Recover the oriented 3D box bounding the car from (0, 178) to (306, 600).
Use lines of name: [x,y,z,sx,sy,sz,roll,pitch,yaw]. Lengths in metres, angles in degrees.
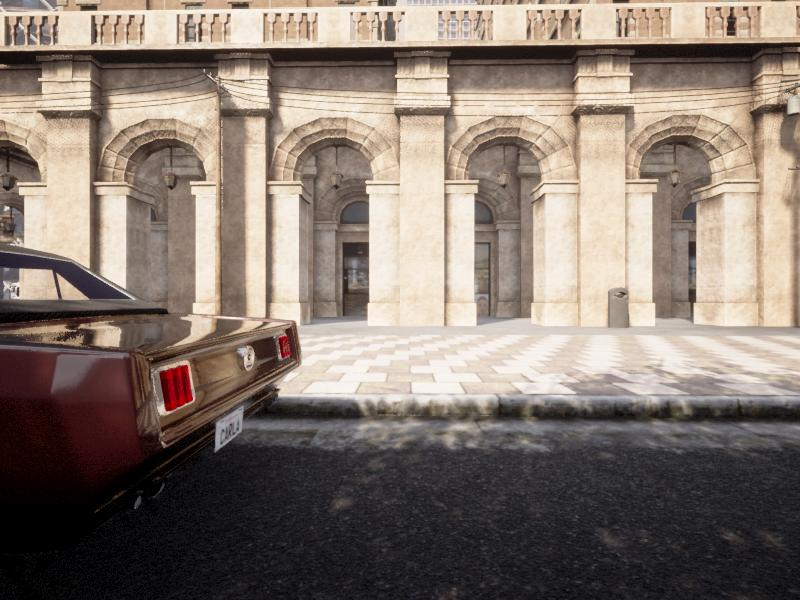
car: [-3.058,0.338,2.008,4.718,1.301,1.895,0,0,1]
